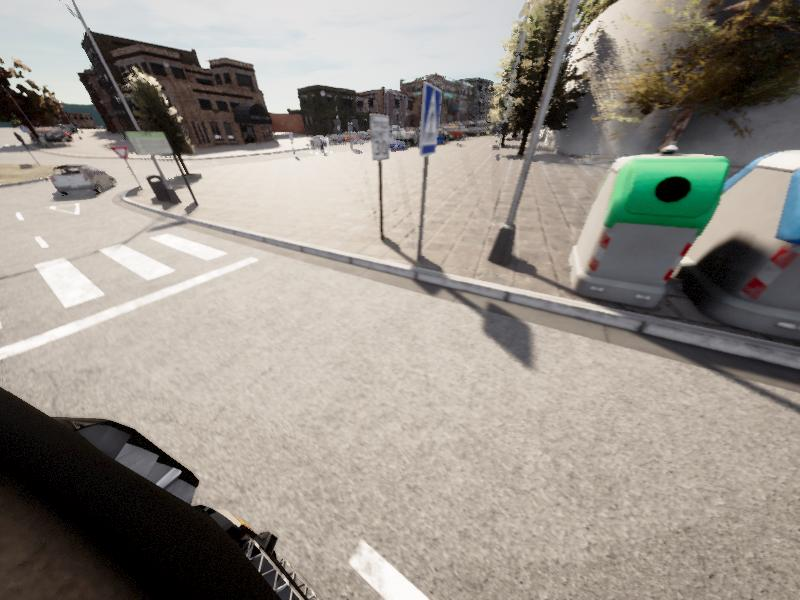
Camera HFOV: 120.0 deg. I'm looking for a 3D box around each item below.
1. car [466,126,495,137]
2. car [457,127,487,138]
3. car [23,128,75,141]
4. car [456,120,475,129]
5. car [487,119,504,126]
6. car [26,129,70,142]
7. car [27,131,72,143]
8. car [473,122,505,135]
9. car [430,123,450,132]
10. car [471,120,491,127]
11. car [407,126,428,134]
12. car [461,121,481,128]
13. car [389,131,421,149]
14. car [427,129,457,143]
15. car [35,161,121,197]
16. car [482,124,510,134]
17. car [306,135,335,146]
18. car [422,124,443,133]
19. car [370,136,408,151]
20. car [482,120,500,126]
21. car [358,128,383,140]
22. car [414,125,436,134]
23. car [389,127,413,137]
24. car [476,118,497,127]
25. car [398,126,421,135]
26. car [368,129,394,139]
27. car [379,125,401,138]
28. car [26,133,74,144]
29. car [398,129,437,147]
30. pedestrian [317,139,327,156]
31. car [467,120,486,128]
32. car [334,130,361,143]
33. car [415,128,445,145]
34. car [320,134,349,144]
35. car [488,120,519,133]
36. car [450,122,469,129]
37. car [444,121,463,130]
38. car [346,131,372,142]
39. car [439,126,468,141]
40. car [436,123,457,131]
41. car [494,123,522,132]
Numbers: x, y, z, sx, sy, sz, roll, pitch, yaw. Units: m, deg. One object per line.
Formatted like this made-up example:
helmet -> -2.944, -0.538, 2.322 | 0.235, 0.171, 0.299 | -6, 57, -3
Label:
car -> 16.055, -33.649, 46.108 | 4.792, 1.488, 2.163 | 17, 43, 21
car -> 13.839, -32.318, 44.545 | 4.892, 1.521, 2.231 | 17, 43, 21
car -> -73.415, -34.703, 48.512 | 2.435, 2.045, 5.566 | 29, 44, 31
car -> 19.044, -51.173, 67.361 | 4.553, 1.767, 2.185 | 15, 42, 22
car -> 31.736, -58.946, 76.757 | 4.892, 1.521, 2.231 | 15, 41, 22
car -> -71.432, -33.488, 47.046 | 1.878, 1.987, 4.442 | 29, 44, 31
car -> -69.256, -32.332, 45.797 | 2.185, 1.767, 4.553 | 29, 44, 31
car -> 18.243, -35.227, 47.485 | 5.566, 2.045, 2.435 | 17, 43, 21
car -> 10.594, -45.729, 61.285 | 4.892, 1.521, 2.231 | 15, 42, 22
car -> 25.205, -55.092, 72.163 | 5.366, 1.575, 1.946 | 15, 42, 22
car -> 4.306, -41.667, 56.669 | 4.792, 1.488, 2.163 | 15, 42, 22
car -> 21.144, -52.409, 68.995 | 5.008, 1.535, 2.097 | 15, 42, 22
car -> 0.699, -24.409, 35.174 | 4.442, 1.987, 1.878 | 17, 43, 22
car -> 7.191, -28.391, 39.876 | 4.553, 1.767, 2.185 | 17, 43, 22
car -> -20.237, -7.844, 14.803 | 1.845, 1.501, 3.633 | -19, 41, -25
car -> 20.407, -36.408, 49.219 | 4.892, 1.521, 2.231 | 16, 43, 21
car -> -14.628, -29.464, 42.687 | 4.674, 1.452, 2.002 | 15, 41, 21
car -> 8.488, -44.387, 59.747 | 4.892, 1.521, 2.231 | 15, 42, 22
car -> -1.609, -22.929, 33.835 | 5.008, 1.535, 2.097 | 17, 43, 22
car -> 29.611, -57.650, 75.197 | 4.892, 1.521, 2.231 | 15, 42, 22
car -> -6.204, -35.025, 48.814 | 4.553, 1.767, 2.185 | 15, 42, 21
car -> 6.376, -43.048, 58.211 | 5.008, 1.535, 2.097 | 15, 42, 22
car -> 0.246, -38.958, 53.498 | 5.366, 1.575, 1.946 | 15, 42, 22
car -> 27.450, -56.553, 73.502 | 5.566, 2.045, 2.435 | 15, 42, 22
car -> 2.172, -40.353, 55.120 | 5.008, 1.535, 2.097 | 15, 42, 22
car -> -4.125, -36.299, 50.470 | 5.008, 1.535, 2.097 | 15, 42, 21
car -> -2.136, -37.854, 51.922 | 4.442, 1.987, 1.878 | 15, 42, 21
car -> -67.203, -31.077, 44.449 | 2.231, 1.521, 4.892 | 29, 44, 31
car -> 2.771, -25.803, 36.734 | 5.566, 2.045, 2.435 | 17, 44, 22
pedestrian -> -10.589, -20.689, 31.274 | 0.751, 1.860, 0.751 | 30, 44, 34
car -> 23.249, -53.731, 70.550 | 5.008, 1.535, 2.097 | 15, 41, 22
car -> -10.408, -32.306, 45.694 | 4.553, 1.767, 2.185 | 15, 42, 21
car -> 4.901, -27.147, 38.310 | 4.442, 1.987, 1.878 | 17, 44, 22
car -> -12.501, -30.828, 44.233 | 4.792, 1.488, 2.163 | 15, 41, 21
car -> 22.594, -37.964, 50.615 | 5.566, 2.045, 2.435 | 16, 43, 21
car -> 16.917, -49.728, 65.941 | 4.674, 1.452, 2.002 | 15, 41, 22
car -> 14.825, -48.507, 64.279 | 4.553, 1.767, 2.185 | 15, 42, 22
car -> -8.353, -33.560, 47.374 | 4.792, 1.488, 2.163 | 15, 42, 21
car -> 9.528, -29.772, 41.290 | 4.442, 1.987, 1.878 | 17, 43, 22
car -> 12.700, -47.075, 62.827 | 5.008, 1.535, 2.097 | 15, 42, 22
car -> 24.560, -39.196, 52.414 | 5.366, 1.575, 1.946 | 16, 43, 21
